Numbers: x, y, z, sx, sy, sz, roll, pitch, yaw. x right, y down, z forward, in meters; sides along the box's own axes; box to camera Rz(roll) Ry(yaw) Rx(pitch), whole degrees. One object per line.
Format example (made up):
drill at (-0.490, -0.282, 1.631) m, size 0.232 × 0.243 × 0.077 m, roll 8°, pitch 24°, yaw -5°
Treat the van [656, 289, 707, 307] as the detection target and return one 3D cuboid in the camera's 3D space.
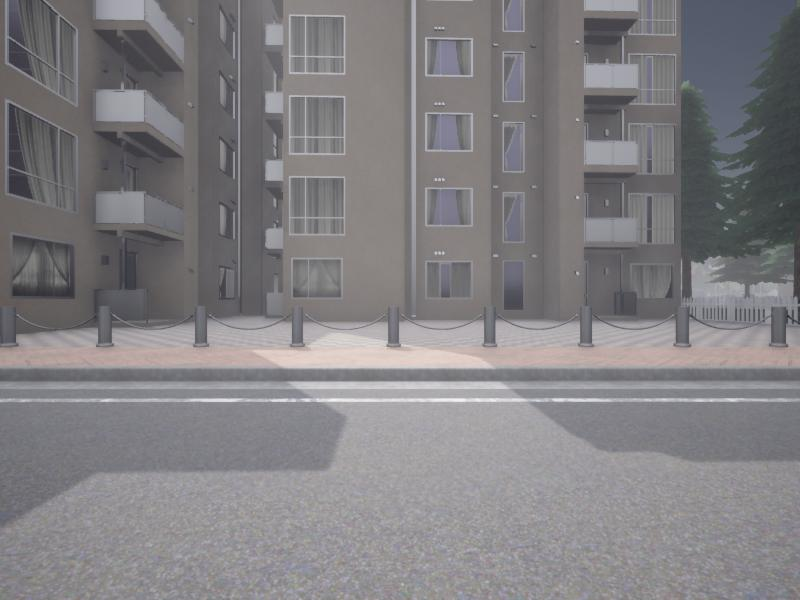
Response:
van at (40.253, -0.277, 57.331) m, size 5.915 × 2.561 × 1.988 m, roll 0°, pitch 0°, yaw -1°
